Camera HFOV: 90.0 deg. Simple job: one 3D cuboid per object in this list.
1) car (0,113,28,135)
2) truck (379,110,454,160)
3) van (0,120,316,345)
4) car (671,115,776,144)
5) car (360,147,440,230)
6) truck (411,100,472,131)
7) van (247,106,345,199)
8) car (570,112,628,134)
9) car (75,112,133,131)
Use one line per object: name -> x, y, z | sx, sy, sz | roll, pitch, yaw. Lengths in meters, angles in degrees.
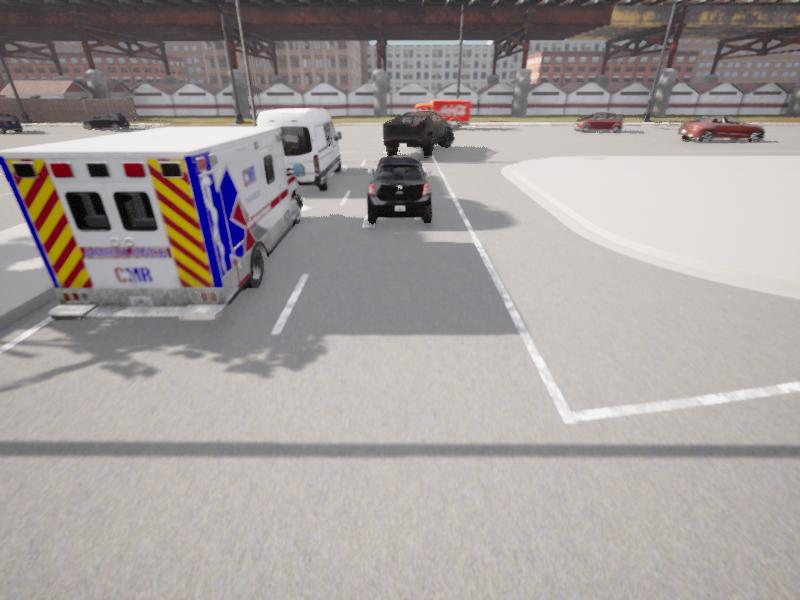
car -> -34.309, -14.875, 33.755 | 3.705, 1.549, 1.789 | 0, 27, 0
truck -> 1.147, -9.397, 22.442 | 2.390, 2.098, 6.274 | 8, 28, 17
van -> -3.505, -1.935, 7.675 | 2.351, 2.431, 6.366 | 0, 27, 0
car -> 21.938, -11.699, 27.340 | 5.027, 1.651, 2.152 | 0, 27, 0
car -> -0.008, -3.246, 11.176 | 1.845, 1.501, 3.633 | 0, 27, 0
truck -> 3.676, -16.890, 36.519 | 5.204, 2.467, 2.627 | 0, 27, 0
van -> -3.508, -5.774, 14.976 | 1.988, 2.561, 5.915 | 0, 27, 0
car -> 16.650, -14.870, 33.572 | 3.705, 1.549, 1.789 | 0, 27, 0
car -> -27.160, -16.474, 36.844 | 3.633, 1.501, 1.845 | 0, 27, 0
